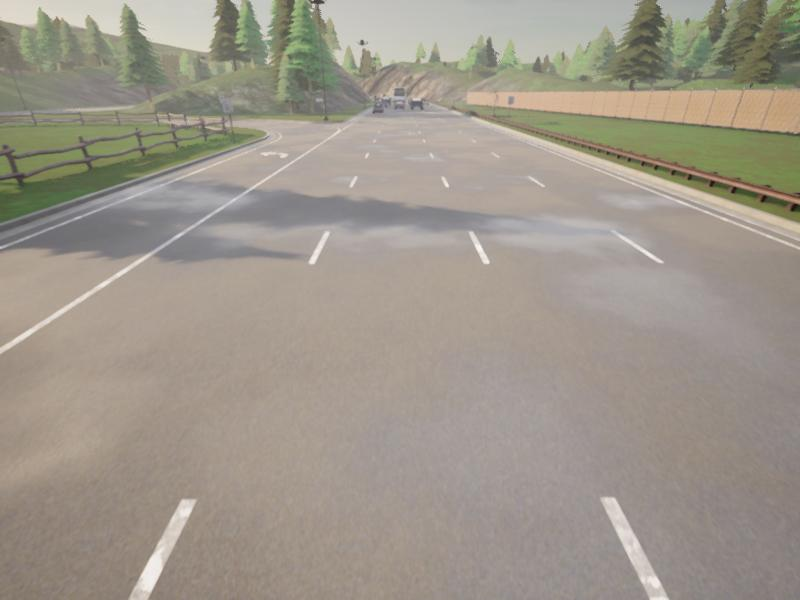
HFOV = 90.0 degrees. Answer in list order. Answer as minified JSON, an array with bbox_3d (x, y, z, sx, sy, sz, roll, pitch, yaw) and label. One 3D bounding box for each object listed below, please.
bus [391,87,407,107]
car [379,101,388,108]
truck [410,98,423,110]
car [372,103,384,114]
[{"bbox_3d":[-0.226,-51.753,101.922,3.944,4.253,10.273,0,27,0],"label":"bus"},{"bbox_3d":[-3.631,-44.102,90.163,1.816,1.474,4.193,0,27,0],"label":"car"},{"bbox_3d":[3.382,-39.852,81.273,2.390,2.098,6.274,0,27,0],"label":"truck"},{"bbox_3d":[-3.595,-32.002,66.738,1.851,1.617,3.988,0,27,0],"label":"car"}]
